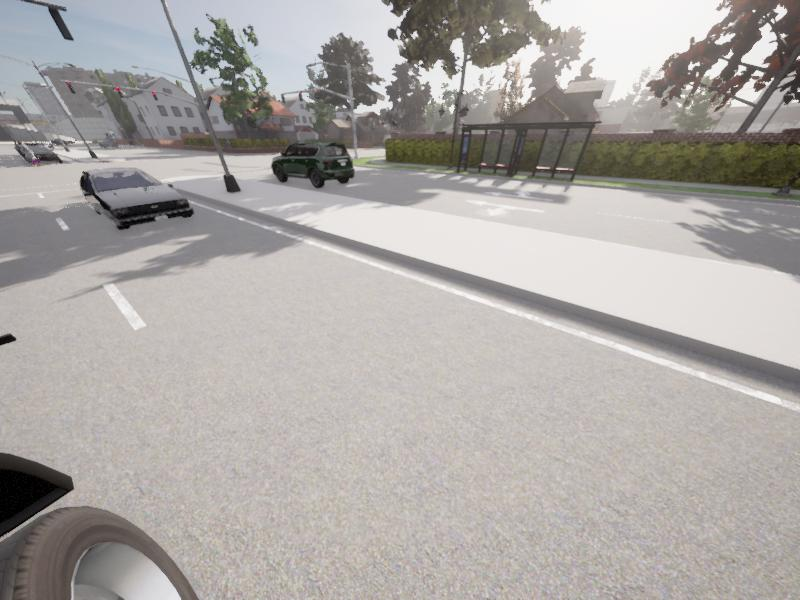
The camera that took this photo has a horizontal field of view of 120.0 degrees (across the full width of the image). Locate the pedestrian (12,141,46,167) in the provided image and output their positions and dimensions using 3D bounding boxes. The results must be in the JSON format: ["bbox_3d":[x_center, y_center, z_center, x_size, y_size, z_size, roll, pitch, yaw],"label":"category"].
[{"bbox_3d":[-32.329,-12.739,20.152,0.751,1.860,0.751,23,41,29],"label":"pedestrian"}]

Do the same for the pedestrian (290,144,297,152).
[{"bbox_3d":[-18.083,-25.814,39.226,0.500,1.100,0.500,23,41,29],"label":"pedestrian"}]

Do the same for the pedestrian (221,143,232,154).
[{"bbox_3d":[-26.197,-22.874,34.825,0.751,1.300,0.751,24,41,29],"label":"pedestrian"}]

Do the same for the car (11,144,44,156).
[{"bbox_3d":[-52.348,-21.109,32.448,4.718,1.301,1.895,22,41,28],"label":"car"}]

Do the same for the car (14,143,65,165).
[{"bbox_3d":[-35.942,-14.609,23.019,5.238,1.638,1.930,22,40,27],"label":"car"}]

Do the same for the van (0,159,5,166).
[{"bbox_3d":[-38.046,-13.145,20.577,4.480,2.038,2.069,22,41,28],"label":"van"}]

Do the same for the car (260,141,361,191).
[{"bbox_3d":[-5.126,-7.857,13.271,5.566,2.045,2.150,22,41,28],"label":"car"}]

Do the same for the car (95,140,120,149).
[{"bbox_3d":[-63.707,-33.940,50.318,5.027,1.651,2.152,22,41,28],"label":"car"}]

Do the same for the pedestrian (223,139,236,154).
[{"bbox_3d":[-24.855,-22.366,33.623,0.751,1.860,0.751,-29,45,-35],"label":"pedestrian"}]

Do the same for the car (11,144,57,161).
[{"bbox_3d":[-41.753,-16.881,26.348,4.792,1.488,2.163,22,41,28],"label":"car"}]

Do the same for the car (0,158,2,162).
[{"bbox_3d":[-44.020,-15.506,24.036,4.605,1.855,1.932,22,41,28],"label":"car"}]

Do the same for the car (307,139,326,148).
[{"bbox_3d":[-18.301,-34.285,50.631,3.806,1.475,1.970,22,41,28],"label":"car"}]

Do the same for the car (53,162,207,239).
[{"bbox_3d":[-9.109,-3.582,7.740,5.357,1.411,2.033,22,41,28],"label":"car"}]
